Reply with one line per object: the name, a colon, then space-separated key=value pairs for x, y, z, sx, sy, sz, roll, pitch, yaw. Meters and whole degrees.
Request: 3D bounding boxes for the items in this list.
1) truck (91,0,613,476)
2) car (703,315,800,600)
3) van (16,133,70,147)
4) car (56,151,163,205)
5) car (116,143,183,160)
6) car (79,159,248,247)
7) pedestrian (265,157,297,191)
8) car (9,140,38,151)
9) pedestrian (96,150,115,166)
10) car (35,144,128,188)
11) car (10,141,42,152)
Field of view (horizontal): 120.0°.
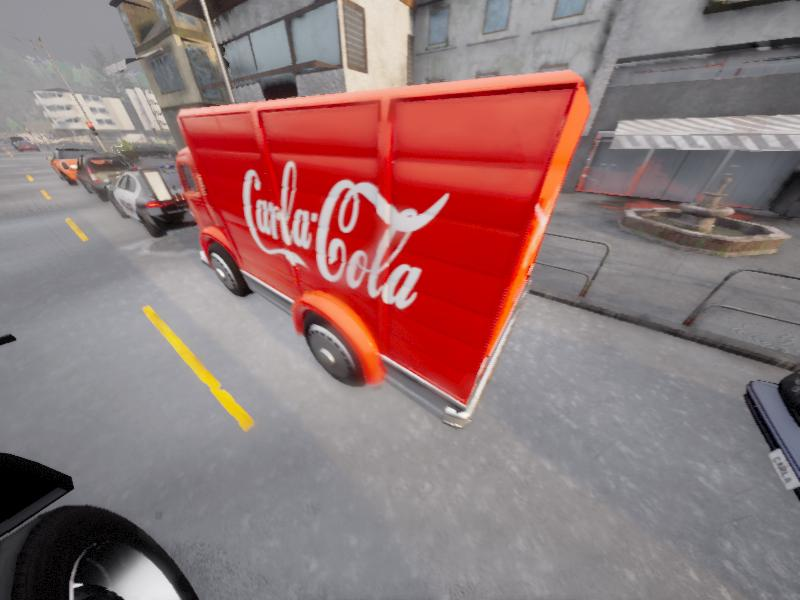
truck: x=-0.969 y=-1.066 z=3.259 sx=5.204 sy=2.467 sz=2.627 roll=22 pitch=41 yaw=28
car: x=4.959 y=1.789 z=0.211 sx=5.357 sy=1.411 sz=2.033 roll=22 pitch=41 yaw=28
van: x=-85.288 y=-38.401 z=55.408 sx=6.366 sy=2.431 sz=2.351 roll=-22 pitch=47 yaw=-29
car: x=-12.827 y=-5.537 z=10.229 sx=3.988 sy=1.617 sz=1.851 roll=22 pitch=41 yaw=28
car: x=-29.334 y=-17.612 z=27.256 sx=2.128 sy=1.511 sz=4.902 roll=25 pitch=42 yaw=30
car: x=-7.293 y=-3.253 z=7.115 sx=4.974 sy=1.542 sz=2.038 roll=22 pitch=41 yaw=28
pedestrian: x=-5.572 y=-5.935 z=10.909 sx=0.751 sy=1.300 sz=0.751 roll=22 pitch=41 yaw=28
car: x=-65.353 y=-26.825 z=40.070 sx=4.181 sy=1.385 sz=1.994 roll=21 pitch=40 yaw=26
pedestrian: x=-24.861 y=-12.030 z=19.526 sx=0.500 sy=1.100 sz=0.500 roll=-24 pitch=42 yaw=-30
car: x=-18.225 y=-7.808 z=13.229 sx=4.553 sy=1.767 sz=2.097 roll=22 pitch=41 yaw=28
car: x=-59.402 y=-24.405 z=36.702 sx=4.181 sy=1.385 sz=1.994 roll=21 pitch=40 yaw=26
